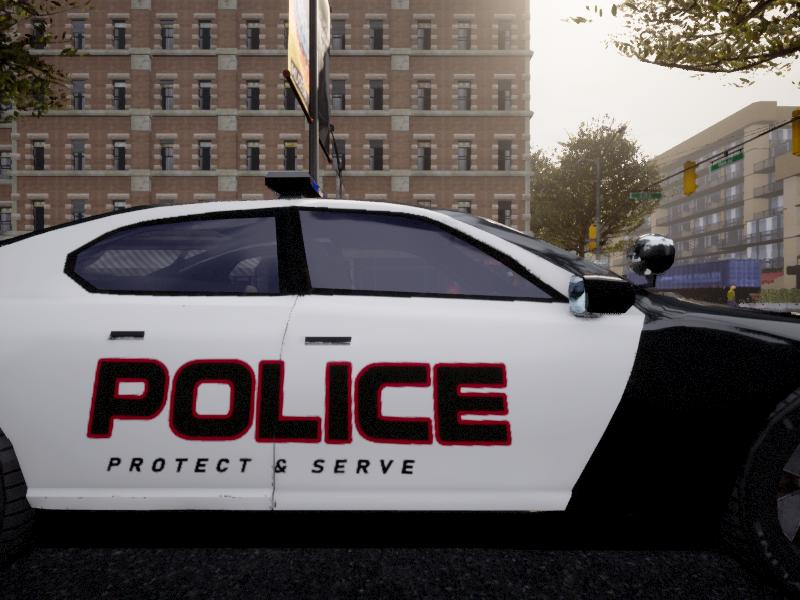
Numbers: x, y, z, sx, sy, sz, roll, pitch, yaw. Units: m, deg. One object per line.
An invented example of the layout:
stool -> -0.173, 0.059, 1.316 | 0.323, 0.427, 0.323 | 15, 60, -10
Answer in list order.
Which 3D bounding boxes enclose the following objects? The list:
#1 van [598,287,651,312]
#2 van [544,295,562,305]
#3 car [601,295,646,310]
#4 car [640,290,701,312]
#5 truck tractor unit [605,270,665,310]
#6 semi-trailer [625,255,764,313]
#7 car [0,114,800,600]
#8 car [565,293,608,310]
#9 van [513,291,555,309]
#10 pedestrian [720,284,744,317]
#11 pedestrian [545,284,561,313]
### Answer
van -> 19.501, -0.029, 35.025 | 2.069, 2.038, 4.480 | 0, 0, 0
van -> 29.776, -0.005, 77.812 | 1.775, 1.987, 4.442 | 0, 0, 0
car -> 22.968, 0.244, 41.298 | 1.837, 1.490, 4.892 | 0, 0, 0
car -> 23.006, 0.094, 34.242 | 2.097, 1.767, 4.553 | 0, 0, 0
truck tractor unit -> 26.444, -1.118, 45.418 | 3.053, 4.208, 6.516 | 0, 0, 0
semi-trailer -> 26.354, -1.217, 37.505 | 2.717, 4.402, 14.254 | 0, 0, 1
car -> -0.057, 0.226, 2.190 | 4.974, 1.542, 2.038 | 0, 0, 0
car -> 19.468, 0.180, 41.974 | 2.152, 1.651, 5.027 | 0, 0, 0
van -> 15.893, -0.002, 47.523 | 4.442, 1.987, 1.775 | 0, 0, 38
pedestrian -> 18.727, 0.037, 22.570 | 0.751, 1.860, 0.751 | 0, 0, 4
pedestrian -> 9.874, -0.115, 25.806 | 0.751, 1.860, 0.751 | 0, 0, 4
